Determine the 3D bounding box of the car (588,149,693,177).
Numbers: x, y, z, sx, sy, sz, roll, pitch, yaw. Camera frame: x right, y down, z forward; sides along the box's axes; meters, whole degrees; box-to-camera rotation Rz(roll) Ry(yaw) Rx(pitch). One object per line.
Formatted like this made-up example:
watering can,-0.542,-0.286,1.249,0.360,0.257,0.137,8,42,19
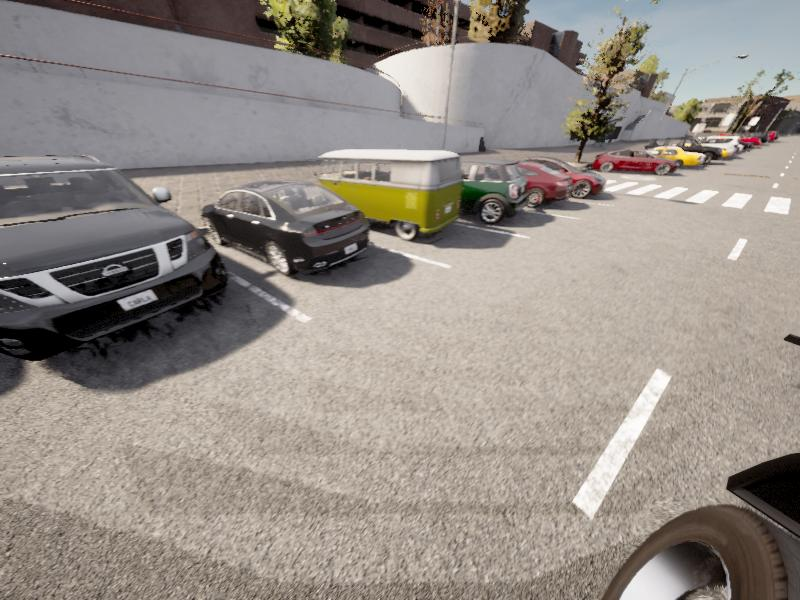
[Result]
car,16.730,-9.926,16.556,4.792,1.488,2.163,21,40,29

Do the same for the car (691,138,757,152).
car,46.236,-22.202,33.179,5.008,1.535,2.097,21,41,29

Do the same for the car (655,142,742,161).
car,31.622,-15.961,24.827,5.366,1.575,1.946,21,40,29

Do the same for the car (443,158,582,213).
car,4.406,-4.912,9.577,4.674,1.452,2.002,21,41,29

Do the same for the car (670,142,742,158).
car,36.365,-18.047,27.710,4.792,1.488,2.163,21,41,29

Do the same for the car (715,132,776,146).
car,63.409,-29.678,42.657,5.566,2.045,2.435,21,41,29

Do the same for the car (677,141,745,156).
car,38.857,-19.063,29.091,4.674,1.452,2.002,21,40,29

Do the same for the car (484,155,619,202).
car,6.892,-5.918,10.963,4.792,1.488,2.163,21,40,29

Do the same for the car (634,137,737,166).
car,26.573,-14.181,21.985,5.566,2.045,2.435,21,40,29

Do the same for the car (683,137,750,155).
car,41.286,-20.244,30.383,4.553,1.767,2.185,21,41,29

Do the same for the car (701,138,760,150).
car,51.177,-24.256,35.930,4.792,1.488,2.163,21,41,29

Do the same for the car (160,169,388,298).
car,-2.925,-1.956,5.385,4.892,1.521,2.231,21,41,29

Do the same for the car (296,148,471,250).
car,-0.584,-3.177,6.704,4.442,1.987,1.878,21,41,29

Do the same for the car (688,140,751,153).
car,43.773,-21.135,31.837,4.674,1.452,2.002,21,41,29

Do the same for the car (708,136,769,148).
car,56.222,-26.311,38.578,5.366,1.575,1.946,21,41,29

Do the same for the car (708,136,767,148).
car,58.371,-27.459,40.127,5.366,1.575,1.946,21,41,29

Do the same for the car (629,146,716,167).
car,24.085,-12.942,20.769,4.674,1.452,2.002,21,40,29

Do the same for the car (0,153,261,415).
car,-5.350,-1.164,3.846,5.566,2.045,2.435,21,40,29

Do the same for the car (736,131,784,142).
car,85.566,-38.890,55.089,5.566,2.045,2.435,21,41,29

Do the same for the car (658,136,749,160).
car,33.902,-17.251,26.169,5.566,2.045,2.435,21,41,29

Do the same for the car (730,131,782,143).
car,78.167,-35.833,50.947,5.566,2.045,2.435,21,41,29

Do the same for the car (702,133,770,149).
car,53.630,-25.527,37.143,5.566,2.045,2.435,21,41,29

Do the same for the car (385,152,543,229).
car,1.983,-4.044,8.081,4.553,1.767,2.185,21,41,29

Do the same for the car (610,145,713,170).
car,21.471,-12.023,19.430,5.366,1.575,1.946,21,41,29
